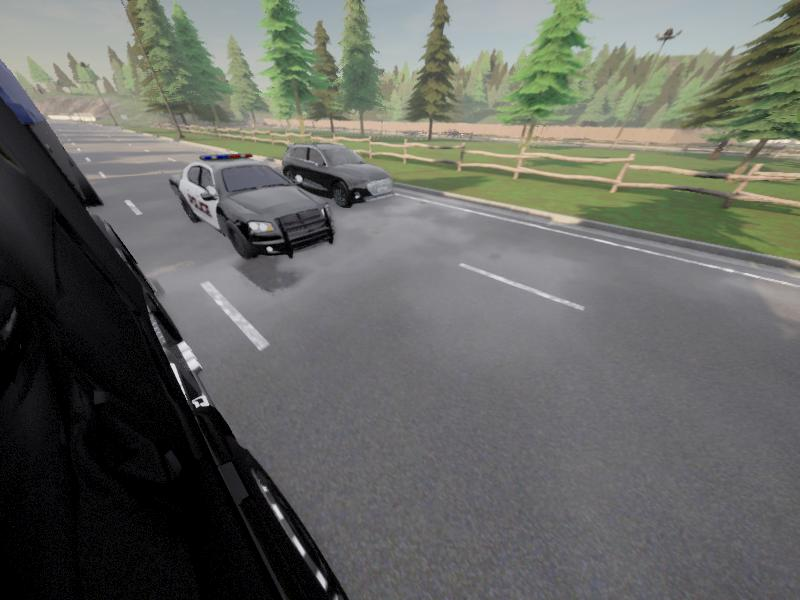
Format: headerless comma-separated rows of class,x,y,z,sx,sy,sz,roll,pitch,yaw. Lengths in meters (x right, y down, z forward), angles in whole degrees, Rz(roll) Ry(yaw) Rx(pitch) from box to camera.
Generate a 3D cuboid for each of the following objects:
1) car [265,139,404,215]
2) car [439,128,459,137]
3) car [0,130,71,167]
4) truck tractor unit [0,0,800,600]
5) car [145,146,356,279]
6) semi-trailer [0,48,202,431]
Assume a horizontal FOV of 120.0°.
car,-2.400,-4.627,8.258,4.856,1.649,2.033,27,44,30
car,13.087,-44.606,61.553,4.605,1.855,1.932,28,44,29
car,-20.447,-8.490,12.804,4.181,1.385,1.994,28,44,30
truck tractor unit,-2.645,-0.295,0.351,6.516,4.208,3.053,28,44,30
car,-3.553,-2.444,5.396,4.974,1.542,2.038,28,44,30
semi-trailer,-8.732,-3.551,4.243,14.254,4.402,2.717,28,44,30
